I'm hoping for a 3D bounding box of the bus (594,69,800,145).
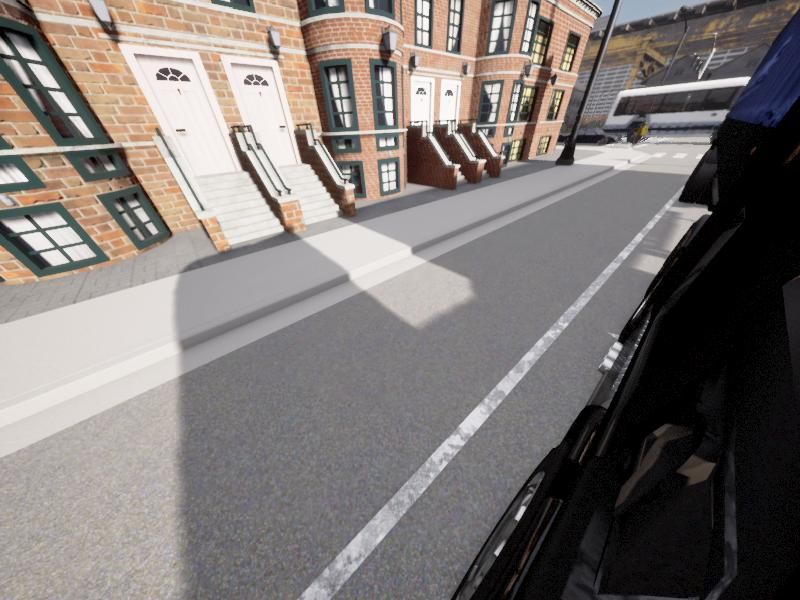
[{"bbox_3d":[25.152,-16.672,20.781,3.944,4.253,10.273,-28,43,-30],"label":"bus"}]

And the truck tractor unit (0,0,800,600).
[{"bbox_3d":[2.645,-0.295,0.351,6.516,4.208,3.053,-28,44,-30],"label":"truck tractor unit"}]

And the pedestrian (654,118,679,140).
[{"bbox_3d":[28.302,-18.222,24.604,0.751,1.860,0.751,3,37,7],"label":"pedestrian"}]

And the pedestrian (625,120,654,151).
[{"bbox_3d":[18.420,-12.660,17.798,0.751,1.860,0.751,-26,42,-28],"label":"pedestrian"}]

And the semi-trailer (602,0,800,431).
[{"bbox_3d":[8.478,-3.750,4.428,14.254,4.402,2.717,-31,45,-32],"label":"semi-trailer"}]

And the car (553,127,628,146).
[{"bbox_3d":[18.911,-16.446,23.255,2.033,1.411,5.357,-28,44,-30],"label":"car"}]
